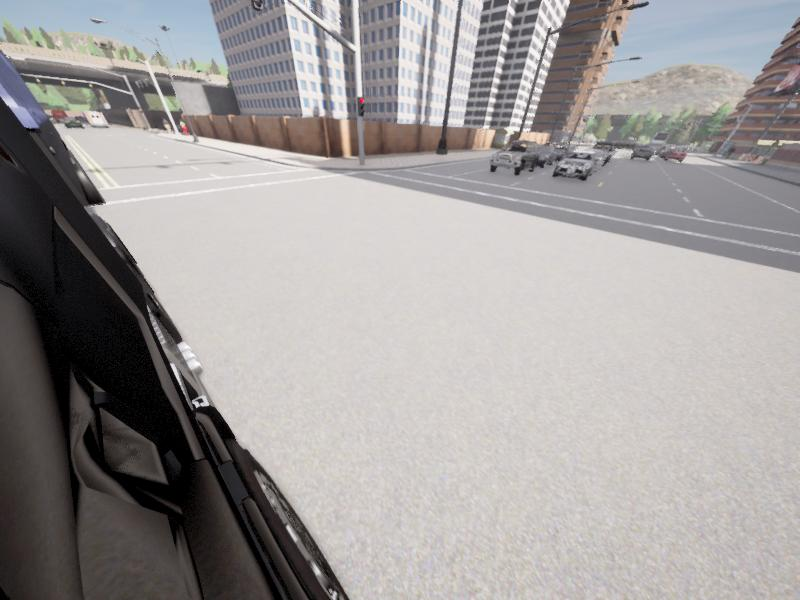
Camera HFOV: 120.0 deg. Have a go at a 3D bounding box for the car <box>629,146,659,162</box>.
[{"bbox_3d":[32.251,-19.434,30.615,2.128,1.511,4.902,28,44,30],"label":"car"}]

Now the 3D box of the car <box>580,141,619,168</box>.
[{"bbox_3d":[19.200,-14.070,22.241,1.905,1.878,3.866,28,44,30],"label":"car"}]

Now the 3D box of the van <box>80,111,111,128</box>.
[{"bbox_3d":[-59.269,-35.102,44.947,6.366,2.431,2.351,28,43,30],"label":"van"}]

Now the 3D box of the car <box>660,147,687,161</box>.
[{"bbox_3d":[40.941,-22.015,34.676,1.970,1.475,3.806,28,44,30],"label":"car"}]

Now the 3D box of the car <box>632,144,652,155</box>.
[{"bbox_3d":[45.317,-28.154,43.228,2.007,1.525,4.514,28,44,30],"label":"car"}]

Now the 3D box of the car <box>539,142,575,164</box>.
[{"bbox_3d":[16.183,-15.163,23.751,1.851,1.617,3.988,28,44,30],"label":"car"}]

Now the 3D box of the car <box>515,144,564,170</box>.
[{"bbox_3d":[12.002,-12.311,19.755,2.163,1.488,4.792,28,44,30],"label":"car"}]

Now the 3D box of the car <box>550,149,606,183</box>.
[{"bbox_3d":[11.554,-8.781,14.986,1.970,1.475,3.806,29,44,30],"label":"car"}]

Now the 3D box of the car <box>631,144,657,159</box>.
[{"bbox_3d":[36.633,-22.411,34.802,2.033,1.649,4.856,28,44,30],"label":"car"}]

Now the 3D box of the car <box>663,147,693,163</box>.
[{"bbox_3d":[37.195,-19.539,31.041,1.789,1.549,3.705,28,44,30],"label":"car"}]

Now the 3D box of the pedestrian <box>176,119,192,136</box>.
[{"bbox_3d":[-29.496,-23.534,31.525,0.751,1.860,0.751,21,40,23],"label":"pedestrian"}]

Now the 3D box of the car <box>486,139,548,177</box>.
[{"bbox_3d":[8.048,-9.785,15.770,1.932,1.855,4.605,30,44,32],"label":"car"}]

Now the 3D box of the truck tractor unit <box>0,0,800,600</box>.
[{"bbox_3d":[-2.645,-0.295,0.351,6.516,4.208,3.053,28,44,30],"label":"truck tractor unit"}]

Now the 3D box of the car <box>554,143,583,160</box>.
[{"bbox_3d":[20.193,-17.789,27.652,1.816,1.474,4.193,28,44,30],"label":"car"}]

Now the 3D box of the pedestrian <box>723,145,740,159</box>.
[{"bbox_3d":[55.611,-24.825,38.788,0.751,1.860,0.751,29,44,31],"label":"pedestrian"}]

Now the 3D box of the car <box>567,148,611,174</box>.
[{"bbox_3d":[15.249,-11.253,18.574,1.812,1.442,4.674,28,44,30],"label":"car"}]

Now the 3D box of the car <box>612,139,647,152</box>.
[{"bbox_3d":[54.768,-36.977,55.206,5.566,2.045,2.150,28,44,30],"label":"car"}]

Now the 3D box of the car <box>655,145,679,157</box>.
[{"bbox_3d":[49.956,-28.071,43.349,2.242,1.667,4.611,28,44,30],"label":"car"}]

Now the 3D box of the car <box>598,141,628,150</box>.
[{"bbox_3d":[54.493,-39.654,59.202,5.366,1.575,1.801,28,44,30],"label":"car"}]

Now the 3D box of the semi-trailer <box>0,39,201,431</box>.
[{"bbox_3d":[-8.678,-3.612,4.257,14.254,4.402,2.717,28,44,30],"label":"semi-trailer"}]

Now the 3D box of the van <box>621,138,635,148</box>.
[{"bbox_3d":[72.555,-50.038,73.457,1.988,2.561,5.915,28,44,30],"label":"van"}]

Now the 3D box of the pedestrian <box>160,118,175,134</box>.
[{"bbox_3d":[-33.911,-25.374,33.670,0.751,1.860,0.751,-18,41,-25],"label":"pedestrian"}]

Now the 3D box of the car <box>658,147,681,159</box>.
[{"bbox_3d":[44.936,-24.618,38.585,1.895,1.301,4.718,28,44,30],"label":"car"}]

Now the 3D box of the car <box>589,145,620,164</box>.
[{"bbox_3d":[23.338,-16.683,26.354,1.837,1.490,4.892,28,44,30],"label":"car"}]
